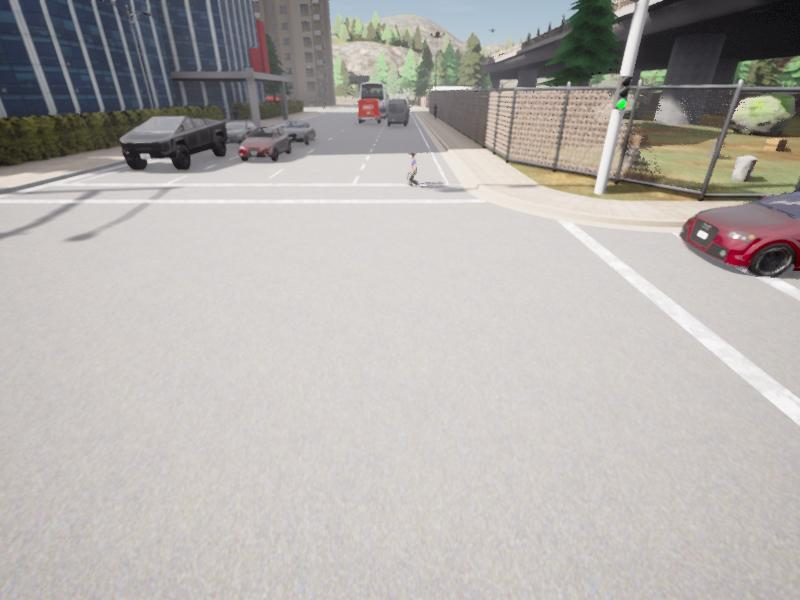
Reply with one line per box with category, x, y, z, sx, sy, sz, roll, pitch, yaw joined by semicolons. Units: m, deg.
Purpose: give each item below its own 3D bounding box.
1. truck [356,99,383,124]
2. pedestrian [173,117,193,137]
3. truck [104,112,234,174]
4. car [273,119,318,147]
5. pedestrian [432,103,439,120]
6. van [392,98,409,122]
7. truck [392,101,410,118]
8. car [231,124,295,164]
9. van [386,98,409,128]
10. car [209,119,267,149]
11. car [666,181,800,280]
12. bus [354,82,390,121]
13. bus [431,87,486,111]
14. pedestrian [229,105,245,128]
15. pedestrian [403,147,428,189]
truck;-3.401;-21.503;45.533;2.627;2.467;5.204;0;27;0
pedestrian;-15.928;-12.722;29.371;0.751;1.300;0.751;5;28;10
truck;-10.453;-7.632;19.027;2.390;2.098;6.274;0;27;0
car;-6.946;-11.333;27.008;1.994;1.385;4.181;0;27;-1
pedestrian;4.348;-23.094;48.924;0.751;1.860;0.751;1;27;1
van;0.110;-23.607;49.556;1.988;2.561;5.915;0;27;0
truck;0.121;-27.270;57.139;2.390;2.098;6.274;0;27;0
car;-6.949;-8.172;20.763;1.816;1.474;4.193;0;27;0
van;-0.174;-19.771;42.114;1.988;2.561;5.915;2;27;3
car;-10.438;-10.943;26.163;1.812;1.442;4.674;0;27;0
car;8.158;-1.403;7.908;4.181;1.385;1.994;3;27;5
bus;-3.505;-26.688;53.651;3.944;4.253;10.273;0;27;0
bus;11.401;-39.824;79.277;10.273;4.253;3.944;0;27;0
pedestrian;-15.087;-16.957;36.975;0.751;1.860;0.751;7;28;14
pedestrian;0.528;-4.655;14.096;0.751;1.300;0.751;-4;28;-7
